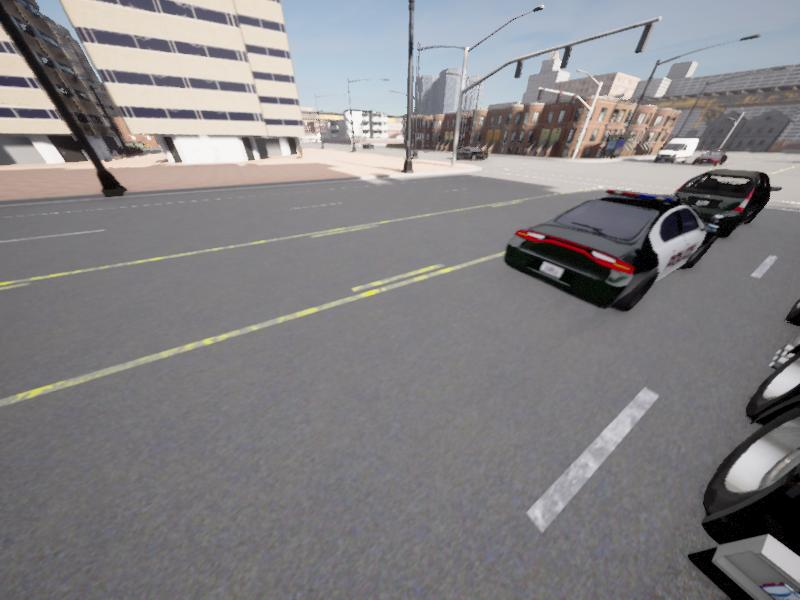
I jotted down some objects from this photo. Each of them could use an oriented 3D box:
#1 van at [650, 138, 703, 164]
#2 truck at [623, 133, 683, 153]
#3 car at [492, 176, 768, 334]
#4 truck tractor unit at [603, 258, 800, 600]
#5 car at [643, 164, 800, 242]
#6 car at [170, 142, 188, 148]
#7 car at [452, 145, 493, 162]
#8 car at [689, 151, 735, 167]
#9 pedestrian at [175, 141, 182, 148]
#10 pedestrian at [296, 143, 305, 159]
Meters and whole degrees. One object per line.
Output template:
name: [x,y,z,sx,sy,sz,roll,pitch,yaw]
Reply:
van: [34.635,-18.669,28.926,5.915,2.561,1.988,-18,39,-25]
truck: [60.542,-37.930,55.719,2.891,3.827,8.468,-18,39,-25]
car: [4.561,-1.350,4.644,4.974,1.542,2.038,-18,39,-25]
truck tractor unit: [5.102,-0.310,0.799,6.516,4.208,3.053,-19,39,-25]
car: [10.266,-3.279,7.403,3.988,1.617,1.851,-18,39,-25]
car: [-69.768,-48.950,72.951,3.806,1.475,1.970,-20,40,-25]
car: [9.659,-19.872,31.217,1.930,1.638,5.238,-18,39,-25]
car: [35.659,-16.206,26.421,4.181,1.385,1.994,-18,39,-24]
pedestrian: [-68.486,-48.014,71.270,0.751,1.860,0.751,25,42,31]
pedestrian: [-13.734,-20.643,31.928,0.751,1.860,0.751,-8,36,-12]
